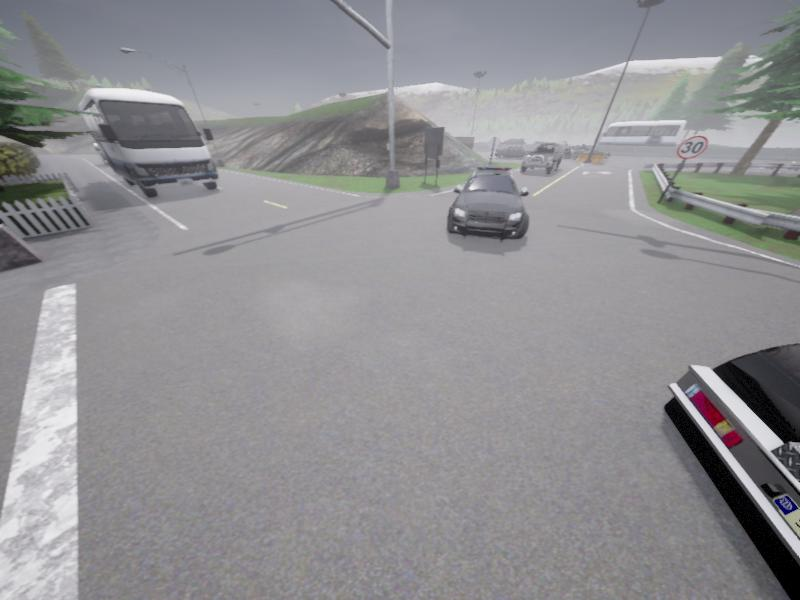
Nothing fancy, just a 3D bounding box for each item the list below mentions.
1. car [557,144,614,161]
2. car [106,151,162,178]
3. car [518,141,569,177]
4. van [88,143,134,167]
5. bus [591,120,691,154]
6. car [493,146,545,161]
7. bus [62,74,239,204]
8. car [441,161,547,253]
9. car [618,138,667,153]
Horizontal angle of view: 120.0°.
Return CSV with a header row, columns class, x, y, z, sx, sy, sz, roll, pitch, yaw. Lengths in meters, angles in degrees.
class,x,y,z,sx,sy,sz,roll,pitch,yaw
car,22.588,-18.084,28.285,4.974,1.542,2.038,25,42,31
car,-21.389,-10.962,18.571,4.514,1.525,2.007,25,42,31
car,10.565,-10.438,16.923,1.932,1.855,4.605,24,42,30
van,-31.339,-15.802,25.062,4.480,2.038,2.069,25,42,31
bus,39.206,-26.991,38.397,10.273,4.253,3.944,25,42,31
car,15.050,-18.801,29.483,5.357,1.411,2.033,29,45,35
bus,-14.251,-8.831,13.133,10.273,4.253,3.944,25,42,31
car,2.810,-3.303,7.346,2.038,1.542,4.974,10,36,15
car,42.469,-27.271,40.678,5.566,2.045,2.150,25,42,31
